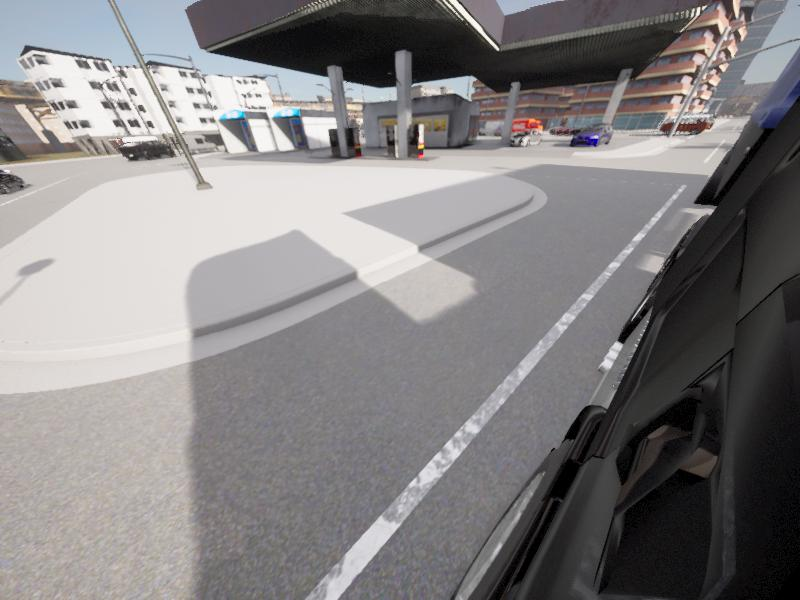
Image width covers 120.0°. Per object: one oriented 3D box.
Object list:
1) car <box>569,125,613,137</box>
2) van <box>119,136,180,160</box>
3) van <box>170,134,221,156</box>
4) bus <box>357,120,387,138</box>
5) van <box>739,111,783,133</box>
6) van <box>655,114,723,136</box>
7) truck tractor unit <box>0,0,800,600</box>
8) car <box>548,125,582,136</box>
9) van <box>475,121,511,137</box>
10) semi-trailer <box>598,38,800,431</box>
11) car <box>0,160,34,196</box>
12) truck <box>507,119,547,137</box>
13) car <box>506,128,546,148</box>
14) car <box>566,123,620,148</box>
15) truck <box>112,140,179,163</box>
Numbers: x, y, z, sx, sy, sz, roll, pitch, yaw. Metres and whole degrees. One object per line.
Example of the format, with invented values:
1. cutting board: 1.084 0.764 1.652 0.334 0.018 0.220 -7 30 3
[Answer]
1. car: 29.002 -25.801 35.278 1.895 1.301 4.718 -29 44 -31
2. van: -37.133 -22.862 34.572 1.988 2.561 5.915 0 37 5
3. van: -32.909 -25.295 37.560 1.988 2.561 5.915 4 37 10
4. bus: -9.023 -54.709 73.956 3.944 4.253 10.273 -29 44 -30
5. van: 44.151 -21.815 28.335 4.480 2.038 2.069 -28 44 -30
6. van: 35.304 -21.460 28.433 2.069 2.038 4.480 -19 39 -22
7. truck tractor unit: 2.645 -0.295 0.351 6.516 4.208 3.053 -28 44 -30
8. car: 28.472 -29.355 40.013 1.994 1.385 4.181 -29 44 -31
9. van: 19.315 -35.704 48.229 2.351 2.431 6.366 -29 44 -31
10. semi-trailer: 8.669 -3.623 4.257 14.254 4.402 2.717 -28 44 -30
11. car: -23.782 -6.947 13.225 1.845 1.501 3.633 -28 44 -30
12. truck: 22.412 -30.537 41.069 2.627 2.467 5.204 -29 44 -31
13. car: 13.342 -17.121 24.415 3.806 1.475 1.970 -28 44 -30
14. car: 17.636 -15.062 21.109 4.611 1.667 2.242 -28 44 -30
15. truck: -33.760 -20.104 31.027 2.390 2.098 6.274 -5 37 -3
